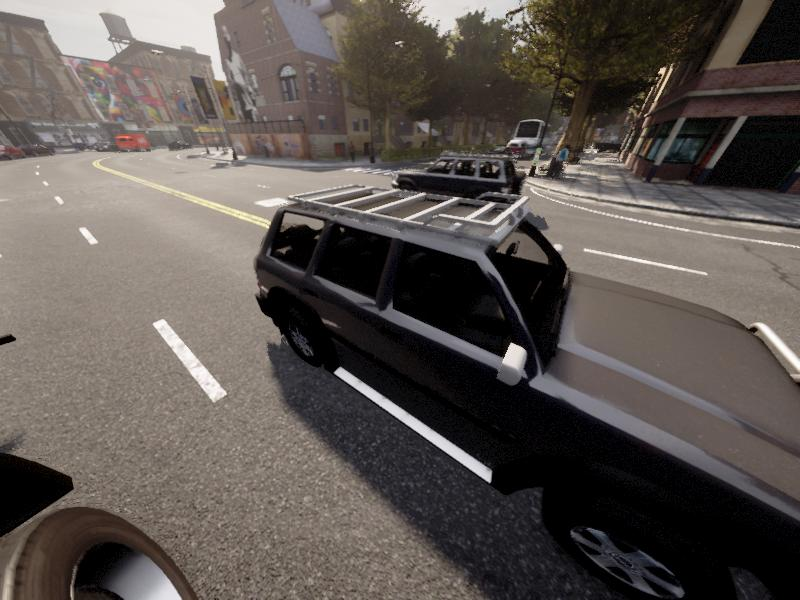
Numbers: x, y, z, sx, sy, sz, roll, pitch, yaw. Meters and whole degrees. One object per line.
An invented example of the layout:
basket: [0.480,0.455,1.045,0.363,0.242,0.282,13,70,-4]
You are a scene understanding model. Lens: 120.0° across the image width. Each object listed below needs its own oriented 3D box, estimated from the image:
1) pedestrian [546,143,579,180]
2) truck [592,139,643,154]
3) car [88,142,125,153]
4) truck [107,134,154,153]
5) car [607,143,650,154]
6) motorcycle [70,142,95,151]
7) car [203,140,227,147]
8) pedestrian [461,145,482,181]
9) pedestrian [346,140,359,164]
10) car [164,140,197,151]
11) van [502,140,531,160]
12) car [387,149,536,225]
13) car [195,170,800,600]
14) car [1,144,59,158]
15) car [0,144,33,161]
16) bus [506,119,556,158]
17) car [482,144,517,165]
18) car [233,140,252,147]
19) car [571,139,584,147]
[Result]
pedestrian: [9.767,-8.357,13.927,0.751,1.860,0.751,-9,36,-13]
truck: [39.292,-27.824,41.872,6.274,2.098,2.390,28,44,33]
car: [-48.650,-25.422,38.453,1.970,1.475,3.806,-10,37,-15]
truck: [-45.346,-26.534,39.117,2.627,2.467,5.204,-10,37,-15]
car: [42.806,-28.630,43.492,5.366,1.575,1.801,22,41,28]
motorcycle: [-55.402,-26.867,40.316,2.209,1.251,0.867,-29,45,-35]
car: [-48.313,-41.003,60.522,2.007,1.525,4.514,10,36,13]
pedestrian: [4.451,-8.550,14.428,0.751,1.860,0.751,19,39,24]
pedestrian: [-4.436,-13.804,21.559,0.751,1.860,0.751,7,36,10]
car: [-43.520,-30.857,45.990,1.930,1.638,5.238,-2,35,-3]
van: [15.276,-19.682,30.195,2.069,2.038,4.480,22,41,28]
car: [1.972,-4.331,8.447,4.605,1.855,1.932,23,41,28]
car: [0.491,0.019,2.265,4.605,1.855,1.932,22,41,29]
car: [-47.719,-19.395,29.978,1.895,1.301,4.718,-15,38,-20]
car: [-44.680,-16.649,25.970,2.002,1.452,4.674,-22,41,-28]
bus: [20.224,-24.691,35.421,3.944,4.253,10.273,22,41,28]
car: [11.054,-16.113,25.444,1.930,1.638,5.238,22,41,28]
car: [-45.034,-44.997,66.269,1.970,1.475,3.806,17,39,23]
car: [55.920,-49.375,72.639,2.435,2.045,5.566,22,41,28]
